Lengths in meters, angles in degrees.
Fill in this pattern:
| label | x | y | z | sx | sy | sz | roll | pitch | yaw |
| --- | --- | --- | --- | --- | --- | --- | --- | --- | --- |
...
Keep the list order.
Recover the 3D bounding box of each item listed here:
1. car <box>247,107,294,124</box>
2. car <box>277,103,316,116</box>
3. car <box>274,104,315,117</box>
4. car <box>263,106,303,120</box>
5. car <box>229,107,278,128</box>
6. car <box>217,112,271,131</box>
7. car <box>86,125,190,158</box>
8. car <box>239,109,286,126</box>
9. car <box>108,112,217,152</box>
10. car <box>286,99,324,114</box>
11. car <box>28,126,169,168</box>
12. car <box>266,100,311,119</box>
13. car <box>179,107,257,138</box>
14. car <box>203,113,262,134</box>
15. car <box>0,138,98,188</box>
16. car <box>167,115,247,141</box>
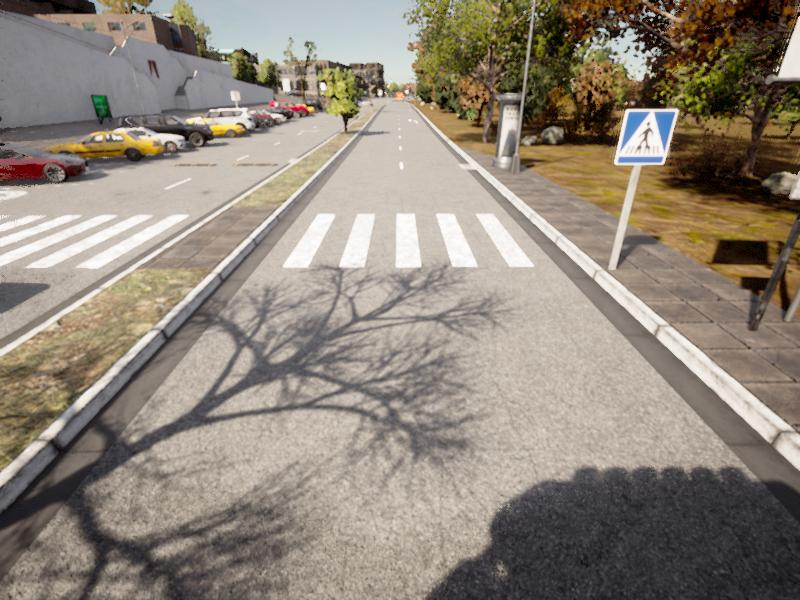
| label | x | y | z | sx | sy | sz | roll | pitch | yaw |
| --- | --- | --- | --- | --- | --- | --- | --- | --- | --- |
| car | -15.461 | -22.009 | 47.656 | 5.008 | 1.535 | 2.097 | -11 | 30 | -17 |
| car | -15.731 | -28.998 | 60.857 | 5.366 | 1.575 | 1.946 | -11 | 30 | -17 |
| car | -15.367 | -27.667 | 58.321 | 5.366 | 1.575 | 1.946 | -11 | 29 | -17 |
| car | -15.478 | -24.803 | 52.985 | 4.792 | 1.488 | 2.163 | -11 | 29 | -18 |
| car | -15.464 | -19.310 | 42.283 | 4.553 | 1.767 | 2.185 | -11 | 29 | -17 |
| car | -15.416 | -17.769 | 39.717 | 4.674 | 1.452 | 2.002 | -11 | 29 | -18 |
| car | -15.310 | -9.466 | 23.718 | 4.674 | 1.452 | 2.002 | -10 | 28 | -18 |
| car | -15.453 | -20.570 | 45.023 | 4.674 | 1.452 | 2.002 | -11 | 29 | -17 |
| car | -15.301 | -11.102 | 26.272 | 5.566 | 2.045 | 2.435 | -10 | 28 | -18 |
| car | -15.622 | -32.039 | 66.096 | 5.566 | 2.045 | 2.435 | -11 | 30 | -17 |
| car | -15.459 | -8.099 | 20.964 | 5.366 | 1.575 | 1.946 | -10 | 29 | -18 |
| car | -15.502 | -26.456 | 55.508 | 5.566 | 2.045 | 2.435 | -11 | 29 | -18 |
| car | -15.407 | -15.236 | 34.244 | 5.566 | 2.045 | 2.435 | -10 | 29 | -18 |
| car | -15.421 | -16.376 | 37.032 | 4.792 | 1.488 | 2.163 | -11 | 29 | -18 |
| car | -15.226 | -5.380 | 15.703 | 4.792 | 1.488 | 2.163 | -10 | 28 | -18 |
| car | -15.188 | -13.667 | 31.761 | 5.366 | 1.575 | 1.946 | -10 | 29 | -18 |
